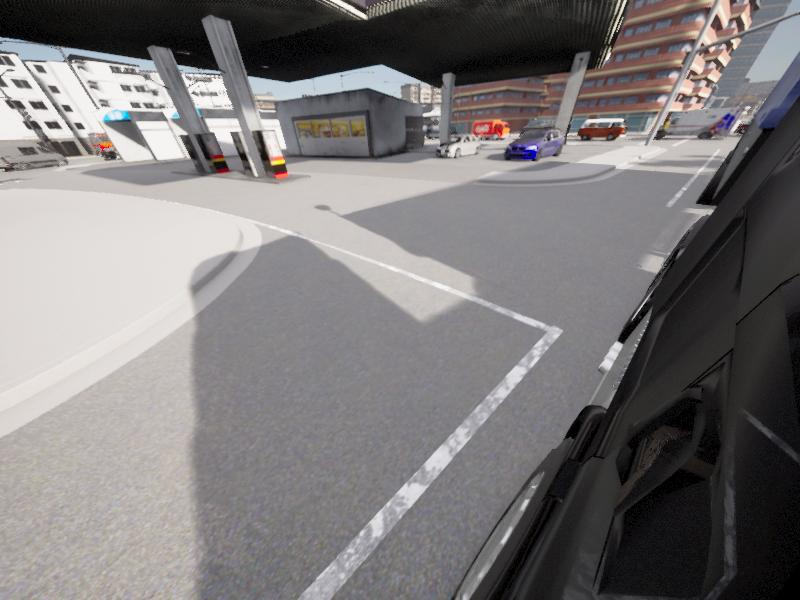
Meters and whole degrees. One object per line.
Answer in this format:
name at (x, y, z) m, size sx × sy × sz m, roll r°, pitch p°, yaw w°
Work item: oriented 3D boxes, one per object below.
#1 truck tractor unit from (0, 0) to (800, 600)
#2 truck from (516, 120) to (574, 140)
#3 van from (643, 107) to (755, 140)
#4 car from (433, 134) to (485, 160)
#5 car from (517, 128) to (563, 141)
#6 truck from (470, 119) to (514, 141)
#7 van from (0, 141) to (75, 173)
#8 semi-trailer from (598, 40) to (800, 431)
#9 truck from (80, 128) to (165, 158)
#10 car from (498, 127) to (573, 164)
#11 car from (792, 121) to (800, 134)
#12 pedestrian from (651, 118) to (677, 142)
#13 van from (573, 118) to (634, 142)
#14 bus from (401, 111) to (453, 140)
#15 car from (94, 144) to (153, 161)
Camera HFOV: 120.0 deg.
truck tractor unit at (2.645, -0.295, 0.351) m, size 6.516 × 4.208 × 3.053 m, roll -28°, pitch 44°, yaw -30°
truck at (20.564, -24.404, 33.217) m, size 2.390 × 2.098 × 6.274 m, roll -28°, pitch 44°, yaw -30°
van at (30.213, -18.013, 23.757) m, size 2.351 × 2.431 × 6.366 m, roll -24°, pitch 42°, yaw -26°
car at (4.714, -12.405, 18.626) m, size 3.806 × 1.475 × 1.970 m, roll -28°, pitch 43°, yaw -30°
car at (18.719, -22.188, 31.043) m, size 1.895 × 1.301 × 4.718 m, roll -29°, pitch 44°, yaw -31°
truck at (13.911, -25.809, 35.223) m, size 2.627 × 2.467 × 5.204 m, roll -29°, pitch 44°, yaw -30°
van at (-42.349, -16.402, 26.259) m, size 1.988 × 2.561 × 5.915 m, roll -4°, pitch 37°, yaw -1°
semi-trailer at (8.690, -3.613, 4.231) m, size 14.254 × 4.402 × 2.717 m, roll -28°, pitch 44°, yaw -30°
truck at (-48.742, -28.034, 41.164) m, size 2.891 × 3.827 × 8.468 m, roll 13°, pitch 40°, yaw 20°
car at (8.984, -10.329, 15.299) m, size 4.611 × 1.667 × 2.242 m, roll -28°, pitch 43°, yaw -30°
car at (44.741, -18.987, 24.767) m, size 5.238 × 1.638 × 1.930 m, roll -29°, pitch 44°, yaw -30°
pedestrian at (26.308, -16.968, 23.049) m, size 0.751 × 1.860 × 0.751 m, roll -8°, pitch 37°, yaw -7°
van at (23.208, -19.480, 26.503) m, size 2.069 × 2.038 × 4.480 m, roll -29°, pitch 44°, yaw -31°
bus at (5.227, -35.299, 47.003) m, size 3.944 × 4.253 × 10.273 m, roll -29°, pitch 44°, yaw -30°
car at (-40.775, -21.898, 34.263) m, size 1.930 × 1.638 × 5.238 m, roll 8°, pitch 38°, yaw 14°
